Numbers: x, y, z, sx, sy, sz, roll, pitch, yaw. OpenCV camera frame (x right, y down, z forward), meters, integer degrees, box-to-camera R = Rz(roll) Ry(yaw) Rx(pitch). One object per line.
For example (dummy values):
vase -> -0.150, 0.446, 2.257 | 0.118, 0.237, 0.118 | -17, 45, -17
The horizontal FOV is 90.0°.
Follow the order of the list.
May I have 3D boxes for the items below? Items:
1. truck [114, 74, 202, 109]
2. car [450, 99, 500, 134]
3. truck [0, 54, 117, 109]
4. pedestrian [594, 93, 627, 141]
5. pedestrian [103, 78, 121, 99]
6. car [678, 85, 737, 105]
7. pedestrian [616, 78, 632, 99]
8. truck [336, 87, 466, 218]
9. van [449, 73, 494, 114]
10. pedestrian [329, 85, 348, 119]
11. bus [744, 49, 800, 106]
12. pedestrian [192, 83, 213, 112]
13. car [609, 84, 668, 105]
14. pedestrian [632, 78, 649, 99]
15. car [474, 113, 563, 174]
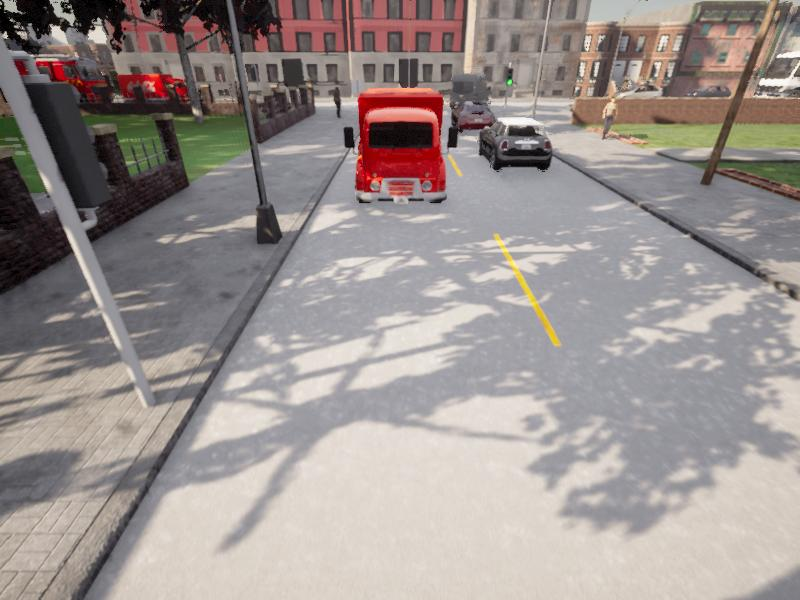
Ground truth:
truck -> -19.857, -17.300, 33.143 | 5.204, 2.467, 2.627 | 0, 30, -1
car -> 4.021, -10.222, 22.143 | 1.994, 1.385, 4.181 | 0, 30, 0
truck -> -29.017, -17.891, 32.804 | 8.468, 3.827, 2.891 | 0, 30, 0
pedestrian -> 9.298, -8.101, 17.759 | 0.751, 1.860, 0.751 | 7, 31, 11
pedestrian -> -29.428, -21.656, 40.936 | 0.751, 1.860, 0.751 | 20, 36, 30
car -> 28.260, -18.904, 36.855 | 3.633, 1.501, 1.845 | 0, 30, 0
pedestrian -> 22.947, -21.634, 40.940 | 0.751, 1.860, 0.751 | 1, 30, 2
truck -> 0.009, -4.291, 10.901 | 2.627, 2.467, 5.204 | 0, 30, 0
van -> 5.741, -16.509, 31.741 | 1.988, 2.561, 5.915 | 11, 32, 20
pedestrian -> -3.936, -12.629, 25.515 | 0.751, 1.860, 0.751 | 24, 38, 35
bus -> 38.502, -20.003, 36.047 | 10.273, 4.253, 3.944 | 0, 30, 0
pedestrian -> -14.356, -14.725, 29.092 | 0.751, 1.860, 0.751 | 0, 30, 0
car -> 21.901, -18.948, 36.849 | 3.988, 1.617, 1.851 | 0, 30, 0
pedestrian -> 24.549, -21.596, 40.876 | 0.751, 1.860, 0.751 | -1, 30, -1
car -> 4.014, -5.698, 14.295 | 1.970, 1.475, 3.806 | 0, 30, 0
